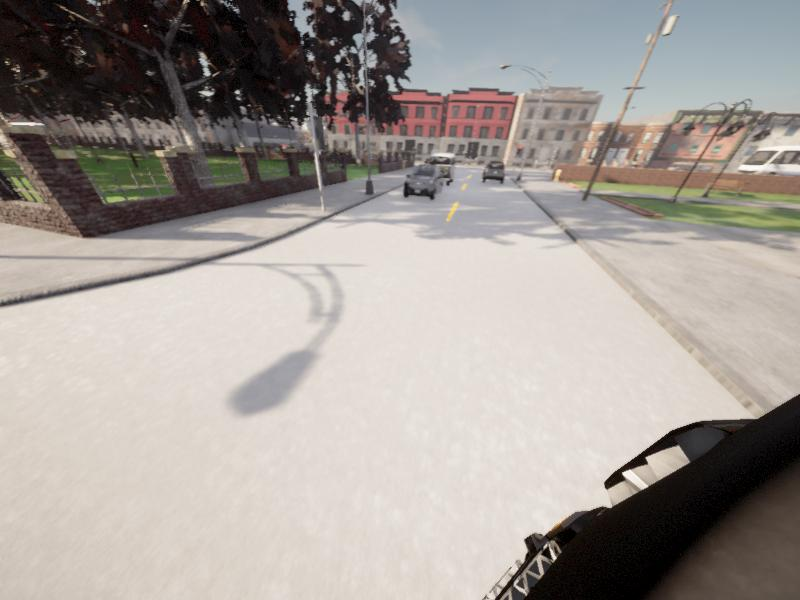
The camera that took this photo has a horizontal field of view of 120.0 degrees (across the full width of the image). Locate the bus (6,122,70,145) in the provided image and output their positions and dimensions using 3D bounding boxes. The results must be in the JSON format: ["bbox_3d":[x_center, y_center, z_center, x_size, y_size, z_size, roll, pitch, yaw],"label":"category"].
[{"bbox_3d":[-91.103,-41.969,58.257,10.273,4.253,3.944,11,34,12],"label":"bus"}]

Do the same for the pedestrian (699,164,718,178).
[{"bbox_3d":[47.724,-19.940,35.742,0.751,1.860,0.751,12,34,14],"label":"pedestrian"}]

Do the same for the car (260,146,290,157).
[{"bbox_3d":[-23.297,-27.630,43.101,4.514,1.525,2.007,11,34,13],"label":"car"}]

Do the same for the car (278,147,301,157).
[{"bbox_3d":[-22.147,-29.699,46.324,3.633,1.501,1.845,11,34,13],"label":"car"}]

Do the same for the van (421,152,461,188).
[{"bbox_3d":[3.201,-9.986,17.560,2.069,2.038,4.480,11,34,13],"label":"van"}]

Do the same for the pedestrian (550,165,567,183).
[{"bbox_3d":[14.248,-11.352,20.812,0.751,1.300,0.751,16,36,20],"label":"pedestrian"}]

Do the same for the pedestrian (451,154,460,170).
[{"bbox_3d":[7.334,-18.338,30.675,0.751,1.860,0.751,18,36,22],"label":"pedestrian"}]

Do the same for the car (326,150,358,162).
[{"bbox_3d":[-9.978,-24.994,40.016,4.892,1.490,1.837,11,34,12],"label":"car"}]

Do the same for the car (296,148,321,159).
[{"bbox_3d":[-16.417,-26.288,41.496,3.705,1.549,1.789,11,34,13],"label":"car"}]

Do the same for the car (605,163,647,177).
[{"bbox_3d":[32.723,-18.899,33.591,3.633,1.501,1.845,11,34,13],"label":"car"}]

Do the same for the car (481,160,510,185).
[{"bbox_3d":[8.283,-11.310,20.315,1.851,1.617,3.988,11,34,13],"label":"car"}]

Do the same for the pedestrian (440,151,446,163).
[{"bbox_3d":[8.039,-26.870,43.523,0.751,1.860,0.751,9,34,10],"label":"pedestrian"}]

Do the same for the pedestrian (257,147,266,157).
[{"bbox_3d":[-23.327,-24.891,38.900,0.751,1.300,0.751,11,34,12],"label":"pedestrian"}]

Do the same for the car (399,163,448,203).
[{"bbox_3d":[1.391,-6.566,12.697,1.845,1.501,3.633,11,34,13],"label":"car"}]

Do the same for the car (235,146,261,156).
[{"bbox_3d":[-29.253,-28.781,44.496,3.806,1.475,1.970,11,34,13],"label":"car"}]

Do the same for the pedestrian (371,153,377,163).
[{"bbox_3d":[-4.036,-21.682,35.320,0.751,1.300,0.751,-8,35,-16],"label":"pedestrian"}]

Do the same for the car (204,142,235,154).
[{"bbox_3d":[-35.921,-30.264,45.936,4.605,1.855,1.932,11,34,13],"label":"car"}]

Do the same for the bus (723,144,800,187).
[{"bbox_3d":[50.006,-16.563,28.717,10.273,4.253,3.944,11,34,13],"label":"bus"}]

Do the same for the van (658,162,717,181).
[{"bbox_3d":[39.488,-17.762,31.900,4.442,1.987,1.775,11,34,13],"label":"van"}]

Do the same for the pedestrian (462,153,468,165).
[{"bbox_3d":[11.738,-25.484,41.663,0.751,1.860,0.751,7,33,6],"label":"pedestrian"}]

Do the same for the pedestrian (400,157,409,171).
[{"bbox_3d":[0.440,-14.871,25.254,0.751,1.300,0.751,11,34,13],"label":"pedestrian"}]

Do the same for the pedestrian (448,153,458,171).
[{"bbox_3d":[6.806,-17.808,29.832,0.751,1.860,0.751,22,38,27],"label":"pedestrian"}]
